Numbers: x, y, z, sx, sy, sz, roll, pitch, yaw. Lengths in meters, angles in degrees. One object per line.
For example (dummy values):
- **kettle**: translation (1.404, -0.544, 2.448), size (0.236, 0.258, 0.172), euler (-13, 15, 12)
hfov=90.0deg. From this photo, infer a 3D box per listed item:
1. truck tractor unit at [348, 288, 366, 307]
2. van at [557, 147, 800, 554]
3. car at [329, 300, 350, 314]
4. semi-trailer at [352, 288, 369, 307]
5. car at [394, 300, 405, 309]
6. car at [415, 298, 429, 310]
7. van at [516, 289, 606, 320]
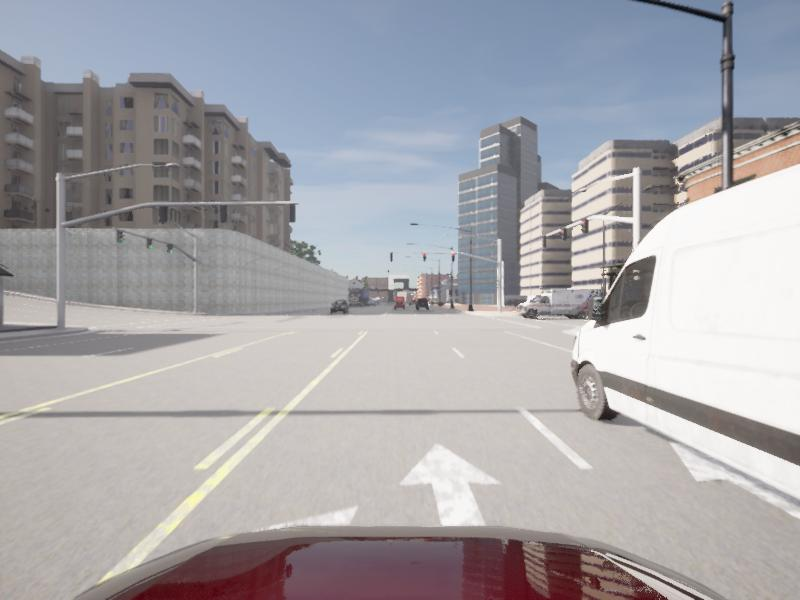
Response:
- **truck tractor unit**: translation (-9.701, -0.550, 90.797), size (3.053, 4.208, 6.516), euler (0, 0, 4)
- **van**: translation (3.508, 0.321, 3.424), size (1.988, 2.561, 5.915), euler (0, 0, 0)
- **car**: translation (-7.005, 0.774, 46.691), size (1.851, 1.617, 3.988), euler (0, 0, 0)
- **semi-trailer**: translation (-9.509, -0.647, 98.703), size (2.717, 4.402, 14.254), euler (0, 0, 1)
- **car**: translation (-0.037, 0.767, 69.359), size (1.851, 1.617, 3.988), euler (0, 0, 0)
- **car**: translation (3.474, 0.627, 63.169), size (1.905, 1.878, 3.866), euler (0, 0, 0)
- **van**: translation (12.938, 0.368, 32.516), size (6.366, 2.431, 2.351), euler (0, 0, 0)
